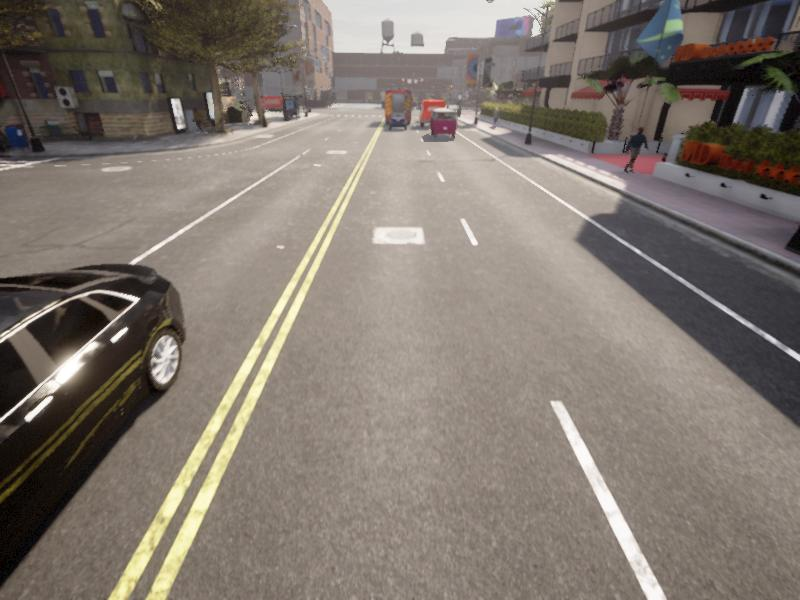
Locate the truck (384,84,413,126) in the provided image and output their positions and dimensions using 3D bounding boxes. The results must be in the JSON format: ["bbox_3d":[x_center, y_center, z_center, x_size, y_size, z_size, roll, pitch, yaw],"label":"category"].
[{"bbox_3d":[-0.211,-22.050,45.140,2.891,3.827,8.468,0,27,-1],"label":"truck"}]

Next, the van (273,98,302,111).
[{"bbox_3d":[-20.170,-35.152,72.029,4.480,2.038,2.069,1,27,0],"label":"van"}]

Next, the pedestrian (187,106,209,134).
[{"bbox_3d":[-14.968,-13.333,29.684,0.751,1.860,0.751,9,28,16],"label":"pedestrian"}]

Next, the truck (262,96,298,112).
[{"bbox_3d":[-20.519,-33.745,68.818,5.204,2.467,2.627,1,27,0],"label":"truck"}]

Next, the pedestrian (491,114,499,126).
[{"bbox_3d":[9.605,-18.187,40.456,0.500,1.100,0.500,0,27,-1],"label":"pedestrian"}]

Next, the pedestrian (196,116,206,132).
[{"bbox_3d":[-15.560,-13.767,31.340,0.500,1.100,0.500,-12,30,-22],"label":"pedestrian"}]

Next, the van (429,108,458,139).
[{"bbox_3d":[3.348,-13.976,31.572,1.775,1.987,4.442,0,27,-1],"label":"van"}]

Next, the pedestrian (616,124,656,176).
[{"bbox_3d":[9.456,-6.044,16.104,0.751,1.860,0.751,5,28,8],"label":"pedestrian"}]

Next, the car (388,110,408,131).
[{"bbox_3d":[-0.186,-16.951,37.738,1.789,1.549,3.705,0,27,-1],"label":"car"}]

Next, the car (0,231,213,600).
[{"bbox_3d":[-3.507,0.946,3.062,1.837,1.490,4.892,0,27,-1],"label":"car"}]

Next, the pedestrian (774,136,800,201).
[{"bbox_3d":[12.730,-4.135,12.478,0.751,1.860,0.751,-10,29,-20],"label":"pedestrian"}]

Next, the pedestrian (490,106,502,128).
[{"bbox_3d":[9.170,-17.465,38.220,0.751,1.860,0.751,1,27,1],"label":"pedestrian"}]

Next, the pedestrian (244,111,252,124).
[{"bbox_3d":[-15.265,-18.356,40.236,0.500,1.100,0.500,0,27,0],"label":"pedestrian"}]

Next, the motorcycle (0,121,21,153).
[{"bbox_3d":[-21.034,-8.541,20.999,0.764,1.277,2.356,-24,35,-21],"label":"motorcycle"}]

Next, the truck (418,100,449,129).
[{"bbox_3d":[3.300,-19.163,41.094,2.627,2.467,5.204,0,27,0],"label":"truck"}]

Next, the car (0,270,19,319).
[{"bbox_3d":[-7.006,0.546,3.619,2.152,1.651,5.027,0,27,-1],"label":"car"}]
